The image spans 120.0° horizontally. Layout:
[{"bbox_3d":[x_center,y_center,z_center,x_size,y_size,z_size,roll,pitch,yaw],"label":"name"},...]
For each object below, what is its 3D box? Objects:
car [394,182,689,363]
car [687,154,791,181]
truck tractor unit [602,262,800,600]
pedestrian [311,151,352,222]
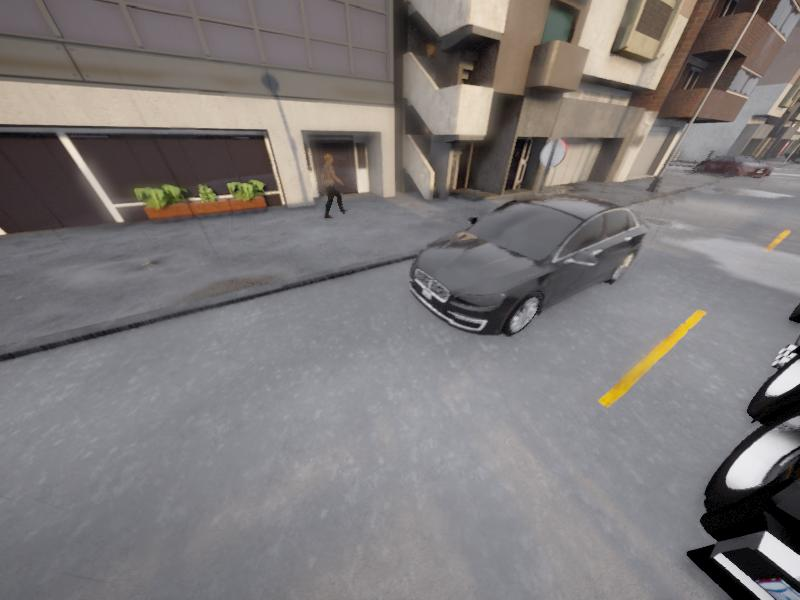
[{"bbox_3d":[2.490,-0.980,4.117,4.892,1.490,1.837,-18,39,-25],"label":"car"},{"bbox_3d":[25.377,-10.191,17.625,1.994,1.385,4.181,5,35,6],"label":"car"},{"bbox_3d":[5.105,-0.308,0.783,6.516,4.208,3.053,-18,39,-24],"label":"truck tractor unit"},{"bbox_3d":[-2.114,-3.539,7.211,0.751,1.860,0.751,-19,39,-25],"label":"pedestrian"}]
